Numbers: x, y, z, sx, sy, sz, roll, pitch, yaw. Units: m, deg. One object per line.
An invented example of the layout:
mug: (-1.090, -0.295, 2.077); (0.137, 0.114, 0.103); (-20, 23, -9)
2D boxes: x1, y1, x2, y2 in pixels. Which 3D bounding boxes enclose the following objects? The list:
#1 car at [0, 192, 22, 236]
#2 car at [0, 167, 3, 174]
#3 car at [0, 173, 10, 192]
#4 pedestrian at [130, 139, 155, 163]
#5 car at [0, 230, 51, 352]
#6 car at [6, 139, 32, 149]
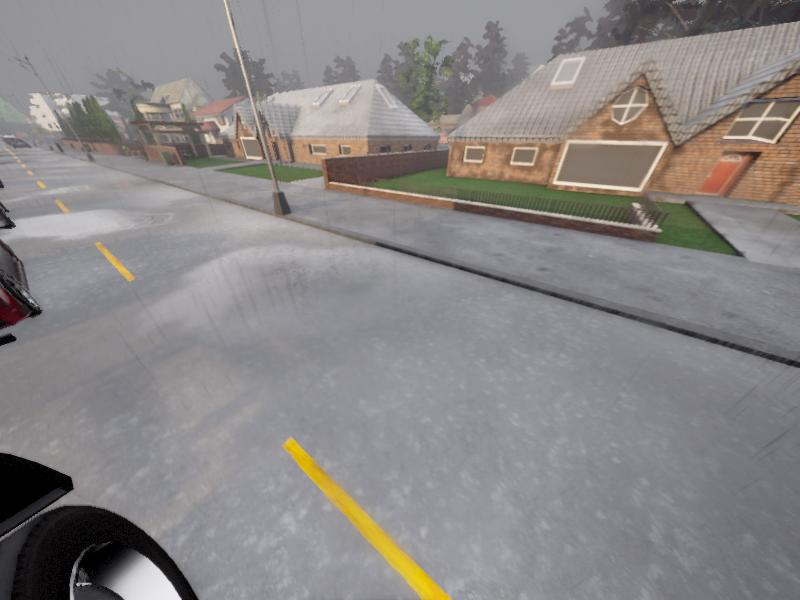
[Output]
car: (-13.069, -2.802, 6.447); (4.514, 1.525, 2.007); (22, 41, 28)
car: (-30.313, -9.803, 16.275); (4.193, 1.474, 1.816); (22, 41, 28)
car: (-21.640, -6.293, 11.325); (4.514, 1.525, 2.007); (22, 41, 28)
pedestrian: (-23.985, -13.860, 21.524); (0.751, 1.860, 0.751); (26, 43, 32)
car: (-7.145, -0.324, 3.118); (4.181, 1.385, 1.994); (22, 41, 28)
car: (-80.159, -32.943, 48.616); (4.611, 1.667, 2.242); (22, 41, 28)
